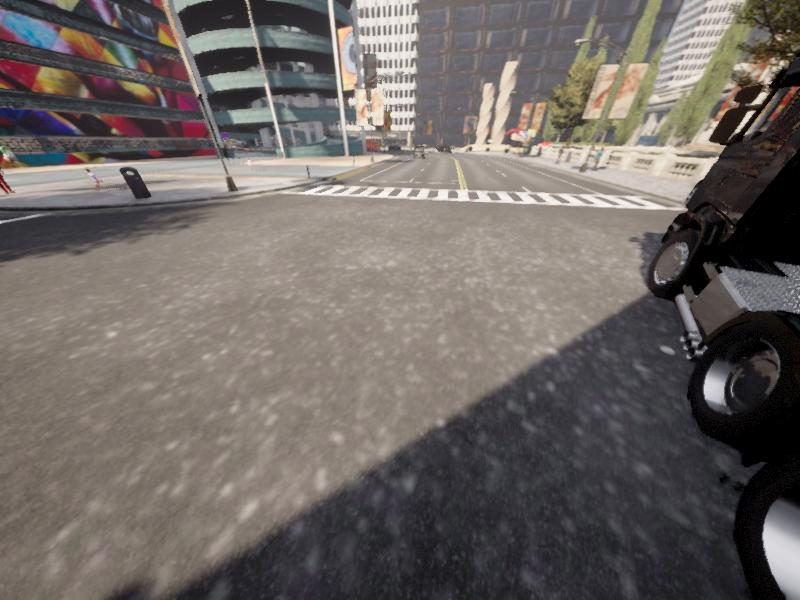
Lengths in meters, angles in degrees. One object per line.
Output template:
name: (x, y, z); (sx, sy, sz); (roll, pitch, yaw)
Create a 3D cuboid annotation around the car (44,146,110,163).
car: (-38.556, -17.459, 27.670); (4.902, 1.511, 2.128); (6, 35, 8)

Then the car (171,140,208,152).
car: (-45.766, -33.475, 50.271); (5.566, 2.045, 2.435); (6, 35, 8)

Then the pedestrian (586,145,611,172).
pedestrian: (16.592, -11.837, 19.349); (0.751, 1.860, 0.751); (10, 36, 14)

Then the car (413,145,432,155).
car: (4.559, -31.011, 47.722); (2.007, 1.525, 4.514); (-12, 36, -17)

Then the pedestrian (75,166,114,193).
pedestrian: (-14.685, -5.808, 11.132); (0.500, 1.100, 0.500); (6, 35, 9)

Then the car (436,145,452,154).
car: (9.812, -33.913, 51.886); (1.851, 1.617, 3.988); (-11, 36, -16)

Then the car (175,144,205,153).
car: (-45.825, -33.159, 50.502); (4.514, 1.523, 2.007); (6, 35, 8)

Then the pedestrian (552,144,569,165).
pedestrian: (17.502, -15.907, 25.259); (0.751, 1.860, 0.751); (5, 35, 7)

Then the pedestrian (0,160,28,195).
pedestrian: (-18.606, -5.871, 10.537); (0.751, 1.860, 0.751); (13, 36, 17)

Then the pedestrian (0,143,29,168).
pedestrian: (-35.153, -12.998, 20.804); (0.751, 1.860, 0.751); (-3, 35, -5)

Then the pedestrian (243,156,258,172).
pedestrian: (-11.992, -10.923, 18.566); (0.500, 1.100, 0.500); (11, 36, 16)

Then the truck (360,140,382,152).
truck: (-7.205, -38.516, 57.725); (5.204, 2.467, 2.627); (28, 43, 34)

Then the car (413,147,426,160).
car: (2.963, -22.281, 35.026); (1.789, 1.549, 3.705); (3, 34, 3)

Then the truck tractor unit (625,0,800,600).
truck tractor unit: (4.576, -0.636, 1.288); (3.053, 4.208, 6.516); (22, 40, 29)
